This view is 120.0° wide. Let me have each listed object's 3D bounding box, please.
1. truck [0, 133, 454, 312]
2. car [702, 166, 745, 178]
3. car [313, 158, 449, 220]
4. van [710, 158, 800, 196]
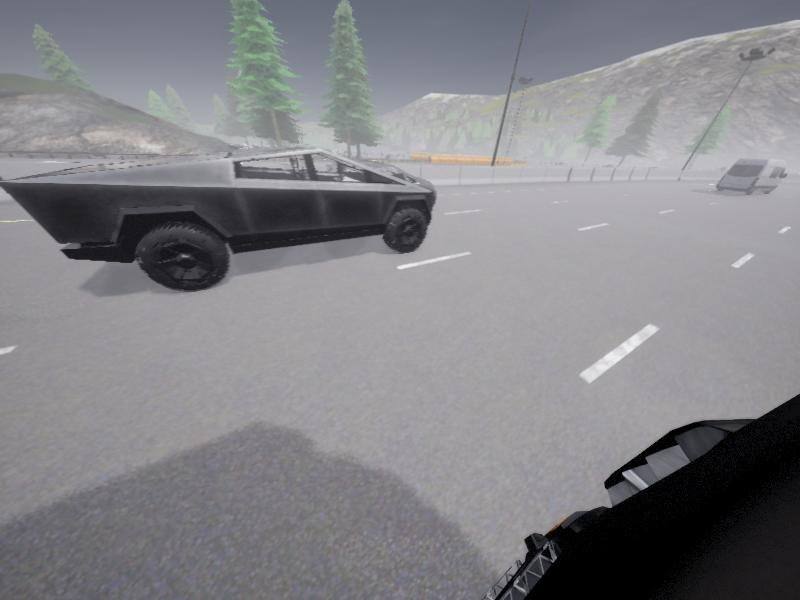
[{"bbox_3d":[-2.214,-2.056,4.955,6.274,2.098,2.390,-15,38,-26],"label":"truck"},{"bbox_3d":[59.332,-23.530,42.384,5.366,1.575,1.801,-3,34,-9],"label":"car"},{"bbox_3d":[-0.683,-4.543,9.190,4.611,1.667,2.242,-16,38,-25],"label":"car"},{"bbox_3d":[30.117,-10.427,19.596,5.915,2.561,1.988,-10,35,-19],"label":"van"}]
